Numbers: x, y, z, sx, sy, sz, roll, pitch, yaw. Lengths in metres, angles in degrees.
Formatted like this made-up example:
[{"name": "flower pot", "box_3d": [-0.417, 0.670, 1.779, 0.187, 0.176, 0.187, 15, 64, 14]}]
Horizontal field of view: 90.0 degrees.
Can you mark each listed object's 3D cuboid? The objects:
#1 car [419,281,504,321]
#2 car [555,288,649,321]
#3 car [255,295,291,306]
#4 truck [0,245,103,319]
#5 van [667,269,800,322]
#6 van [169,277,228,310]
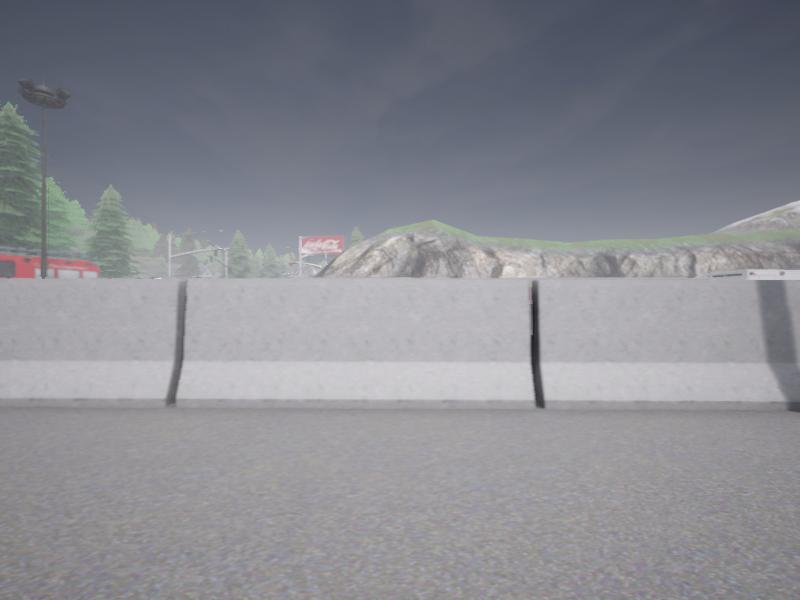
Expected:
[{"name": "car", "box_3d": [2.917, 0.049, 19.702, 3.866, 1.878, 1.905, 0, 0, 0]}, {"name": "car", "box_3d": [9.851, 0.230, 19.706, 3.705, 1.549, 1.789, 0, 0, 0]}, {"name": "car", "box_3d": [-17.529, 0.082, 55.506, 1.882, 1.535, 5.008, 1, 0, 27]}, {"name": "truck", "box_3d": [-21.652, -0.951, 21.845, 2.891, 3.827, 8.468, 1, 0, 21]}, {"name": "van", "box_3d": [17.142, -0.194, 19.711, 6.366, 2.431, 2.351, 0, 0, 0]}, {"name": "van", "box_3d": [-16.670, -0.504, 33.514, 1.988, 2.561, 5.915, 0, 0, 0]}]
